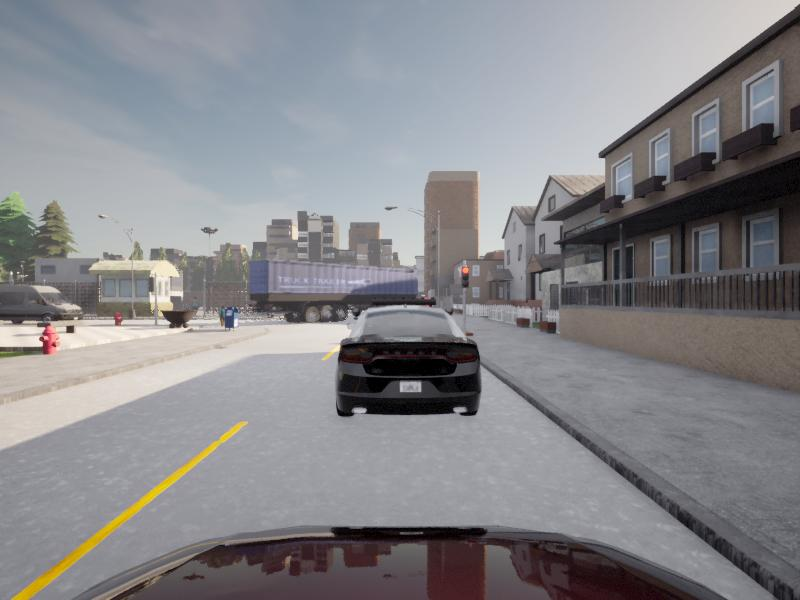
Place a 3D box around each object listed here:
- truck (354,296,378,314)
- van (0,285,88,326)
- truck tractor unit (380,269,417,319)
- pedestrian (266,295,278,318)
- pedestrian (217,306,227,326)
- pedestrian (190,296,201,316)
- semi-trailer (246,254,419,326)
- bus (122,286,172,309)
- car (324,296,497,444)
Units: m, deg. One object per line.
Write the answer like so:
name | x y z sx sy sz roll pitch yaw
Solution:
truck | -4.111 0.542 49.206 2.390 2.098 6.274 0 0 0
van | -24.059 0.322 26.099 5.915 2.561 1.988 0 0 1
truck tractor unit | -0.003 -0.526 36.776 3.053 4.208 6.516 0 0 3
pedestrian | -10.549 0.534 33.005 0.751 1.860 0.751 0 0 -6
pedestrian | -9.893 0.904 22.289 0.500 1.100 0.500 0 0 -25
pedestrian | -18.405 0.534 36.048 0.751 1.860 0.751 0 0 -16
semi-trailer | -4.179 -0.629 30.455 2.717 4.402 14.254 1 1 43
bus | -49.791 -0.533 79.200 3.944 4.253 10.273 0 0 -3
car | 0.062 0.771 7.066 1.930 1.638 5.238 0 0 -1
